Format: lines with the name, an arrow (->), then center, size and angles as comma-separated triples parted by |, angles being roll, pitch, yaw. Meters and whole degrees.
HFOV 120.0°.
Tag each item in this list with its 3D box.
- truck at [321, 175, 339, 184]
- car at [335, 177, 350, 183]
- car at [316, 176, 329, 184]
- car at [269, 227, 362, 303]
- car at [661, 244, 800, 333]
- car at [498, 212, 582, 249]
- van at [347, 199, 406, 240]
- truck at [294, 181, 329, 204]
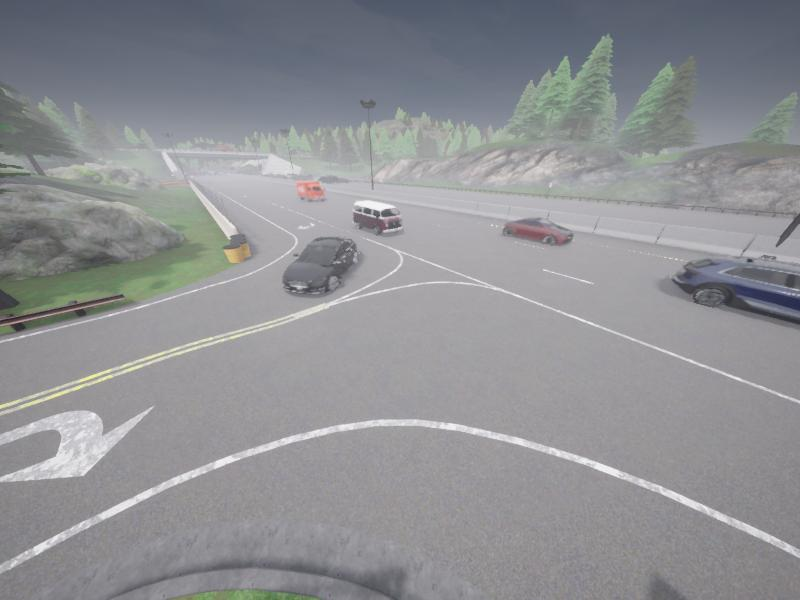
truck -> -21.075, -36.519, 69.761 | 2.390, 2.098, 6.274 | -23, 37, -34
car -> -17.676, -36.965, 71.121 | 2.128, 1.511, 4.902 | -23, 37, -34
car -> -22.393, -34.499, 66.470 | 1.905, 1.878, 3.866 | -23, 37, -34
car -> -3.280, -1.846, 10.311 | 1.837, 1.490, 4.892 | 7, 31, 5
car -> 12.409, -0.272, 7.449 | 2.033, 1.649, 4.856 | -23, 37, -34
car -> 9.179, -4.768, 15.497 | 1.994, 1.385, 4.181 | -23, 37, -34
van -> -1.806, -6.137, 17.194 | 2.069, 2.038, 4.480 | -23, 37, -34
truck -> -12.639, -15.433, 32.866 | 2.627, 2.467, 5.204 | -23, 37, -34
